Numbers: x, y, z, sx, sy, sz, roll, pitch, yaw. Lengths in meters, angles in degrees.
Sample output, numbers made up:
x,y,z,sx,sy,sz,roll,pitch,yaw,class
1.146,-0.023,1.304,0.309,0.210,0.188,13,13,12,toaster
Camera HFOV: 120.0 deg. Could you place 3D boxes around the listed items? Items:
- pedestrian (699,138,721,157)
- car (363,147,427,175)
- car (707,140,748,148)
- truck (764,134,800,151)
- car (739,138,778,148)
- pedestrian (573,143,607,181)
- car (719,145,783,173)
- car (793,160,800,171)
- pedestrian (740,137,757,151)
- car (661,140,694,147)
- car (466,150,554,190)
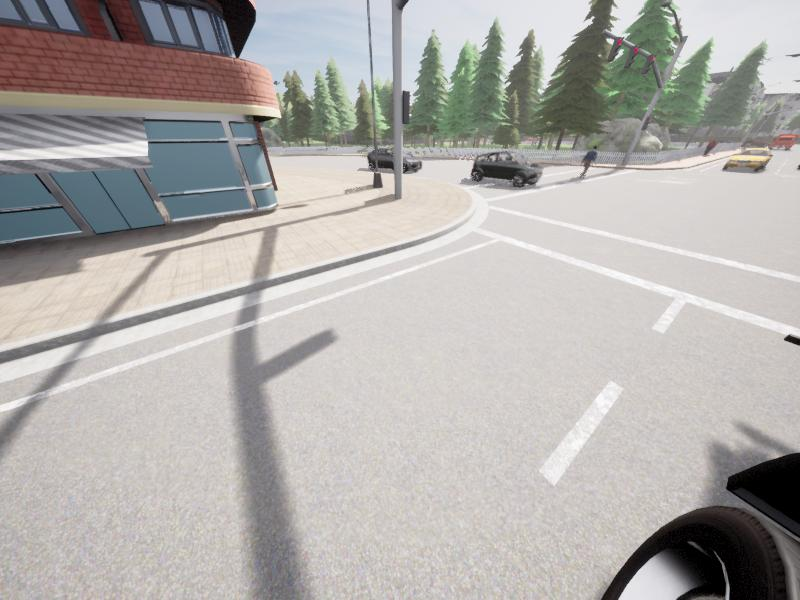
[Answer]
x,y,z,sx,sy,sz,roll,pitch,yaw,class
37.382,-18.399,27.855,0.751,1.860,0.751,-22,41,-28,pedestrian
-0.456,-10.765,17.781,4.514,1.525,2.007,22,41,29,car
72.877,-34.769,51.463,1.837,1.490,4.892,-21,40,-27,car
69.703,-28.658,41.967,5.204,2.467,2.627,-22,41,-28,truck
78.274,-34.358,50.523,3.866,1.878,1.905,27,43,33,car
11.278,-8.232,13.785,0.751,1.860,0.751,-21,40,-27,pedestrian
27.847,-11.245,18.314,5.366,1.575,1.801,-21,40,-27,car
33.612,-11.119,18.182,4.792,1.488,2.163,-22,41,-28,car
56.948,-25.462,37.744,0.751,1.860,0.751,-22,40,-27,pedestrian
68.394,-38.648,57.001,1.837,1.490,4.892,-21,40,-27,car
5.866,-7.281,12.771,1.789,1.549,3.705,-26,42,-32,car
